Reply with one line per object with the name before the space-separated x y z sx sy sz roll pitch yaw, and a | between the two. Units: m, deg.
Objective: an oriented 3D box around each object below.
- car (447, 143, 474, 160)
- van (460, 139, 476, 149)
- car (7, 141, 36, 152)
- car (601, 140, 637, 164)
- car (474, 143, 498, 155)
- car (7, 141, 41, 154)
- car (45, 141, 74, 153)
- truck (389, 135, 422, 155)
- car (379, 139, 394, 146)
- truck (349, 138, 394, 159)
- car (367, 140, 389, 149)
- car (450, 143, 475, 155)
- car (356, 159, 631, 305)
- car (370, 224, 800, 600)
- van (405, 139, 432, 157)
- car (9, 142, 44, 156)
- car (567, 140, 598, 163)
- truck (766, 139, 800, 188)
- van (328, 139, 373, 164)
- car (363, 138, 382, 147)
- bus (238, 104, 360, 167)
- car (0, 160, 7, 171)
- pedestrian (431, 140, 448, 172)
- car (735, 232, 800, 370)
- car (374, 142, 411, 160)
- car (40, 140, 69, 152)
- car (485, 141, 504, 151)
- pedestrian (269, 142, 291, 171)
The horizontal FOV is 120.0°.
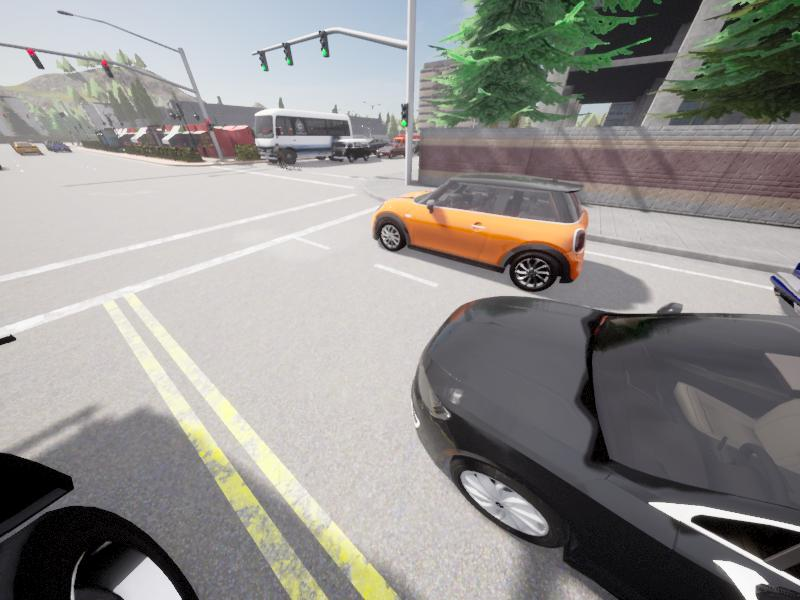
car | 7.840 -19.249 29.807 1.851 1.617 3.988 22 41 28
van | 15.899 -36.406 53.890 1.775 1.987 4.442 22 40 28
car | -63.713 -25.850 38.838 5.008 1.535 1.882 22 41 28
car | 22.120 -15.101 23.539 1.905 1.878 3.866 22 41 28
car | 13.840 -24.217 36.962 1.882 1.535 5.008 22 41 28
car | -58.107 -23.555 35.668 4.792 1.488 2.163 22 41 28
car | -55.705 -25.029 37.782 4.193 1.474 1.816 22 41 28
truck | 0.914 -24.495 36.453 2.627 2.467 5.204 22 41 28
car | -4.358 -50.629 74.158 4.611 1.667 2.242 22 41 28
truck | -3.667 -20.530 31.119 2.390 2.098 6.274 22 40 28
car | -4.936 -35.050 52.036 4.611 1.667 2.242 22 41 28
car | 10.216 -24.742 37.705 2.128 1.511 4.902 22 40 28
car | 1.515 -1.895 5.059 4.553 1.767 2.097 22 41 28
car | 2.365 1.036 1.164 4.892 1.490 1.837 22 41 28
van | 2.685 -22.217 33.656 1.775 1.987 4.442 22 41 28
car | -52.586 -21.355 32.533 5.008 1.535 1.882 22 40 27
car | 19.708 -16.078 24.909 1.905 1.878 3.866 22 41 28
truck | 22.656 -6.917 11.472 2.615 2.467 5.204 22 41 28
van | -5.047 -15.856 24.523 2.069 2.038 4.480 19 39 24
car | -6.948 -39.891 58.601 4.605 1.855 1.932 22 41 28
bus | -9.332 -16.574 23.594 3.944 4.253 10.273 22 41 28
car | -33.605 -11.124 18.190 4.792 1.488 2.163 22 41 28
pedestrian | 2.761 -10.127 16.295 0.751 1.860 0.751 20 40 26
car | 7.250 0.641 1.931 4.718 1.301 1.895 22 41 28
car | -0.865 -19.117 29.545 2.152 1.651 5.027 22 40 28
car | -61.056 -27.267 40.790 4.856 1.649 2.033 22 41 28
car | 20.419 -33.275 49.796 2.152 1.651 5.027 22 41 28
pedestrian | -9.282 -11.130 17.905 0.751 1.860 0.751 9 36 12
